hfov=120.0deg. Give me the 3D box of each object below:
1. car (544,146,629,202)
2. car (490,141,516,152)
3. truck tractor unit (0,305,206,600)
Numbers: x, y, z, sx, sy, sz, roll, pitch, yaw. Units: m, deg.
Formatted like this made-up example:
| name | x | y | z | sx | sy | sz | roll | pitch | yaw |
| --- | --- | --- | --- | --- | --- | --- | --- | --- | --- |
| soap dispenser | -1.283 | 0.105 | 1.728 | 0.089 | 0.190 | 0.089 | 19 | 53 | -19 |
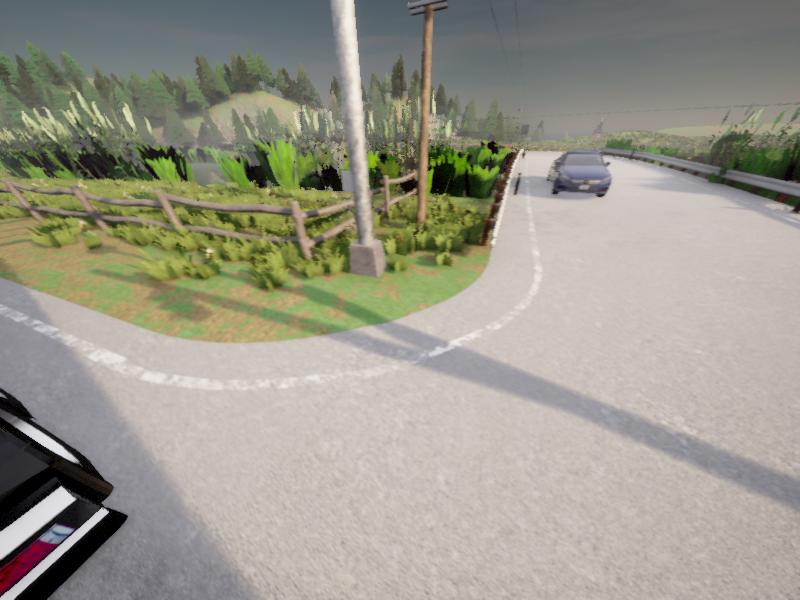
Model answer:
| name | x | y | z | sx | sy | sz | roll | pitch | yaw |
| --- | --- | --- | --- | --- | --- | --- | --- | --- | --- |
| car | 7.824 | -5.765 | 10.243 | 1.812 | 1.442 | 4.674 | 13 | 40 | 19 |
| car | 21.483 | -32.199 | 48.388 | 4.553 | 1.767 | 2.097 | 13 | 37 | 19 |
| truck tractor unit | -5.230 | -0.161 | 0.605 | 6.516 | 4.208 | 3.053 | 13 | 37 | 18 |
